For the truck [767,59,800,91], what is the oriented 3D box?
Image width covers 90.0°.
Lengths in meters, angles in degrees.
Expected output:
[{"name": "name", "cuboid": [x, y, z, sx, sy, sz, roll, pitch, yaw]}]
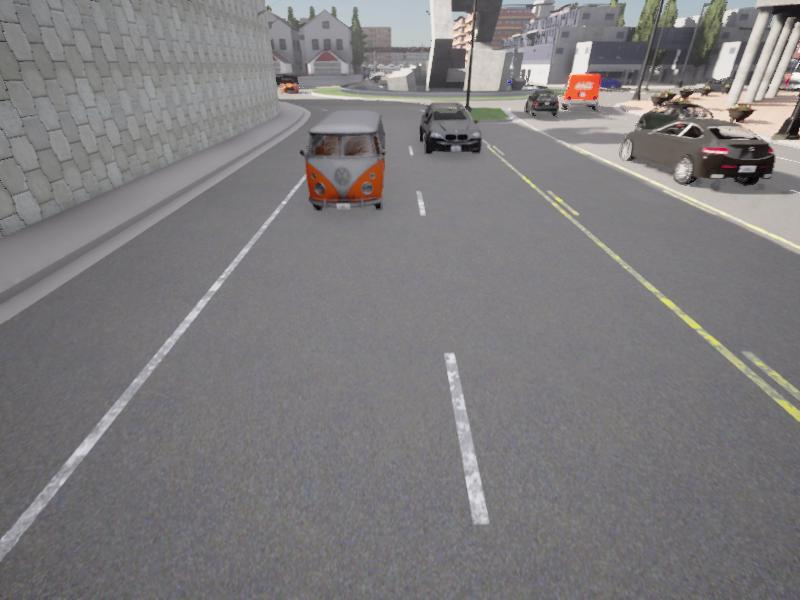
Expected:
[{"name": "truck", "cuboid": [57.385, -31.349, 55.804, 8.468, 3.827, 2.891, -1, 30, -1]}]

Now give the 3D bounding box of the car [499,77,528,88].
[{"name": "car", "cuboid": [18.934, -36.477, 66.907, 1.816, 1.474, 4.193, -22, 37, -33]}]

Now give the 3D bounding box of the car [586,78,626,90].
[{"name": "car", "cuboid": [30.447, -31.928, 59.164, 4.674, 1.442, 1.812, 22, 37, 33]}]

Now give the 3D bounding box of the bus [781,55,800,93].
[{"name": "bus", "cuboid": [57.957, -29.833, 52.788, 10.273, 4.253, 3.944, -1, 30, -1]}]

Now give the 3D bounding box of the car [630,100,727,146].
[{"name": "car", "cuboid": [12.767, -8.326, 18.696, 1.789, 1.549, 3.705, 0, 30, 1]}]

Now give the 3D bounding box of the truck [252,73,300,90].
[{"name": "truck", "cuboid": [-18.856, -33.332, 60.923, 6.274, 2.098, 2.390, -19, 35, -29]}]

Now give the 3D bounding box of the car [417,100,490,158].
[{"name": "car", "cuboid": [2.032, -7.299, 16.829, 2.242, 1.667, 4.611, -1, 30, -2]}]

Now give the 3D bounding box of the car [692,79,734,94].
[{"name": "car", "cuboid": [41.094, -28.130, 52.584, 3.988, 1.617, 1.851, -5, 31, -9]}]

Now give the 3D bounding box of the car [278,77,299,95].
[{"name": "car", "cuboid": [-14.099, -27.009, 50.422, 2.097, 1.767, 4.553, -9, 31, -15]}]

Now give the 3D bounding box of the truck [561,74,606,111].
[{"name": "truck", "cuboid": [14.770, -16.956, 32.542, 2.627, 2.467, 5.204, 9, 31, 17]}]

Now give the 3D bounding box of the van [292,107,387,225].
[{"name": "van", "cuboid": [-1.258, -3.637, 10.251, 1.775, 1.987, 4.442, -1, 30, -1]}]

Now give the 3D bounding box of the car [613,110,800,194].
[{"name": "car", "cuboid": [9.261, -4.895, 12.765, 2.152, 1.651, 5.027, 0, 30, -1]}]

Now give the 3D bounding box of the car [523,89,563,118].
[{"name": "car", "cuboid": [10.058, -13.981, 28.367, 1.789, 1.549, 3.705, 3, 30, 6]}]

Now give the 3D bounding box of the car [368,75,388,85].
[{"name": "car", "cuboid": [-4.120, -42.223, 76.719, 1.837, 1.490, 4.892, 13, 33, 20]}]
